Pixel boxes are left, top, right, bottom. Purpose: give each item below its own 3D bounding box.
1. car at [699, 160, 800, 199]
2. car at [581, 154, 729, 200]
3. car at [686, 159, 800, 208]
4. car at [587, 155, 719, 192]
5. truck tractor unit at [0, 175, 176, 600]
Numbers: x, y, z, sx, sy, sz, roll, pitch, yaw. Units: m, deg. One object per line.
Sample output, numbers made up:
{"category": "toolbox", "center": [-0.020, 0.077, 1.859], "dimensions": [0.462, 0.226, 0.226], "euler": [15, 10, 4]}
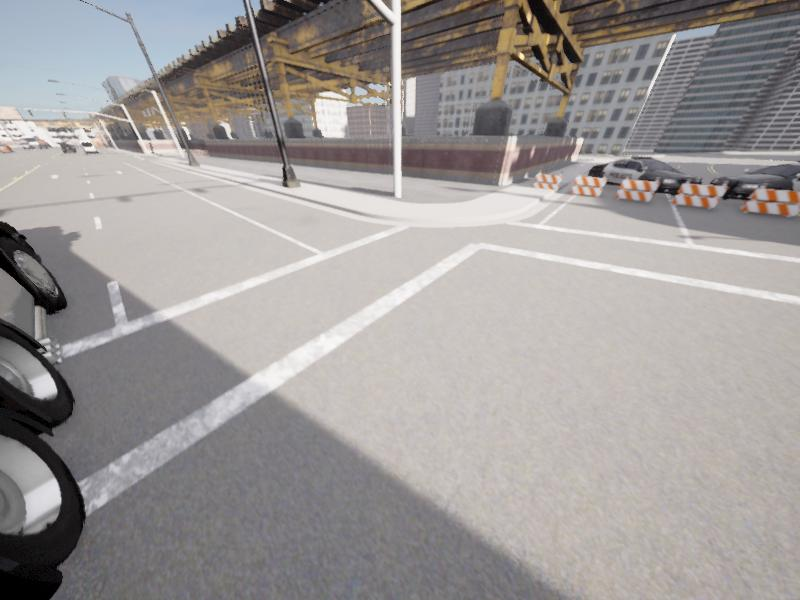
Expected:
{"category": "car", "center": [16.173, -5.026, 9.555], "dimensions": [4.536, 1.218, 1.853], "euler": [2, 35, 4]}
{"category": "car", "center": [12.639, -6.605, 12.136], "dimensions": [2.038, 1.542, 4.974], "euler": [-3, 35, -4]}
{"category": "car", "center": [16.122, -4.899, 9.648], "dimensions": [4.974, 1.542, 2.038], "euler": [2, 35, 4]}
{"category": "car", "center": [12.633, -6.764, 12.089], "dimensions": [1.853, 1.218, 4.536], "euler": [-3, 35, -4]}
{"category": "truck tractor unit", "center": [-4.950, -0.435, 0.979], "dimensions": [6.516, 4.208, 3.053], "euler": [24, 42, 31]}
